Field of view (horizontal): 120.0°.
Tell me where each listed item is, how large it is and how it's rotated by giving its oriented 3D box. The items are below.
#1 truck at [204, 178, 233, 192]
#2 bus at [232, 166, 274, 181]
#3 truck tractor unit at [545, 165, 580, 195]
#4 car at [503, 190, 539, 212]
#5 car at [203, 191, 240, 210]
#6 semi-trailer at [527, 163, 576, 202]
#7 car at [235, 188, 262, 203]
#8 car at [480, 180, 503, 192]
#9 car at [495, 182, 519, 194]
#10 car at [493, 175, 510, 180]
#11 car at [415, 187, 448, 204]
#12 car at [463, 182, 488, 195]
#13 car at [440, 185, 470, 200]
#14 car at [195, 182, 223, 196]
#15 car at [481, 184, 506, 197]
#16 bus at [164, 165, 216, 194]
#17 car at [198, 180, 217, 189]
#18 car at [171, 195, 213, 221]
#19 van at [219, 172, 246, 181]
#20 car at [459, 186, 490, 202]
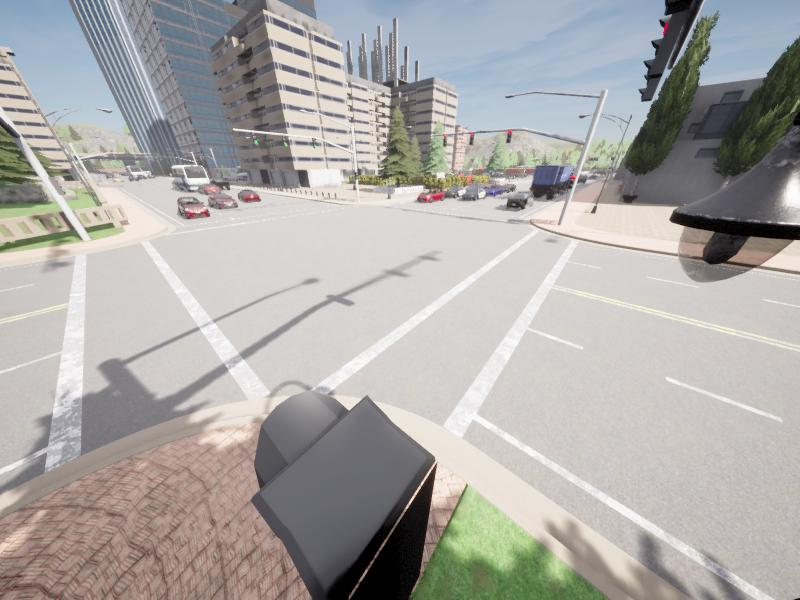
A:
[{"bbox_3d":[-35.114,-22.343,44.607,6.274,2.098,2.390,24,38,35],"label":"truck"},{"bbox_3d":[-48.457,-42.032,76.447,3.944,4.253,10.273,23,37,34],"label":"bus"},{"bbox_3d":[28.240,-20.996,40.143,3.053,4.208,6.516,23,37,34],"label":"truck tractor unit"},{"bbox_3d":[13.500,-11.096,25.583,1.930,1.638,5.238,23,37,34],"label":"car"},{"bbox_3d":[-20.100,-11.219,25.995,4.674,1.442,1.812,23,37,34],"label":"car"},{"bbox_3d":[23.156,-18.047,34.831,2.717,4.402,14.254,23,37,34],"label":"semi-trailer"},{"bbox_3d":[-20.513,-14.199,31.231,1.994,1.385,4.181,-24,38,-35],"label":"car"},{"bbox_3d":[17.256,-21.510,43.592,2.242,1.667,4.611,23,37,34],"label":"car"},{"bbox_3d":[18.843,-19.664,40.553,2.128,1.511,4.902,23,37,34],"label":"car"},{"bbox_3d":[36.048,-43.533,81.896,4.902,1.511,2.128,23,37,34],"label":"car"},{"bbox_3d":[4.201,-13.723,30.248,2.007,1.525,4.514,24,38,35],"label":"car"},{"bbox_3d":[12.734,-18.797,38.936,2.033,1.649,4.856,23,37,34],"label":"car"},{"bbox_3d":[8.260,-16.092,34.347,2.038,1.542,4.974,23,37,34],"label":"car"},{"bbox_3d":[-31.779,-18.490,38.409,5.027,1.651,2.152,23,37,34],"label":"car"},{"bbox_3d":[14.747,-17.231,36.324,2.007,1.525,4.514,23,37,34],"label":"car"},{"bbox_3d":[-39.118,-22.638,42.968,10.273,4.253,3.944,23,37,34],"label":"bus"},{"bbox_3d":[-40.905,-24.554,49.061,4.193,1.474,1.816,23,37,34],"label":"car"},{"bbox_3d":[-19.080,-8.535,21.181,3.988,1.617,1.851,24,38,36],"label":"car"},{"bbox_3d":[-54.541,-40.462,75.550,2.351,2.431,6.366,23,37,34],"label":"van"},{"bbox_3d":[10.255,-14.559,31.692,2.038,1.542,4.974,23,37,34],"label":"car"}]
